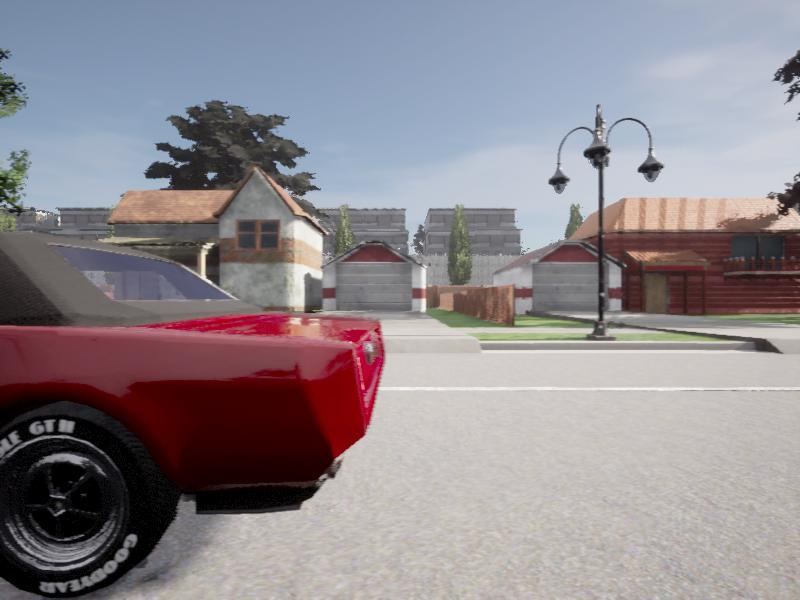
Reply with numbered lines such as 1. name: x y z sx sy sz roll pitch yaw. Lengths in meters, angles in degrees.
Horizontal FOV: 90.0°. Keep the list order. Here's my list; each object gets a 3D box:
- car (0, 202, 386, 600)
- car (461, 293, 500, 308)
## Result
1. car: -2.471 0.344 2.197 4.718 1.301 1.895 0 0 0
2. car: 10.271 0.054 51.487 4.605 1.855 1.932 0 0 1
